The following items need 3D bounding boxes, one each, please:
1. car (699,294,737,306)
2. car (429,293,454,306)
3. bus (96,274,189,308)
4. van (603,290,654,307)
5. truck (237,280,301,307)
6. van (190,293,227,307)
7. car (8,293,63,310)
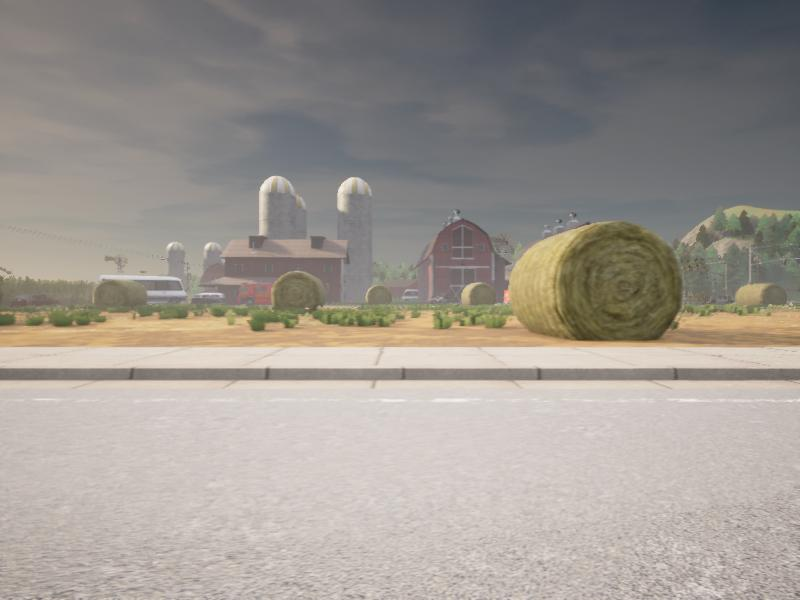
[{"bbox_3d":[50.506,0.067,63.643,4.605,1.855,1.932,0,0,-4],"label":"car"},{"bbox_3d":[6.737,-0.104,64.892,1.905,1.878,3.866,8,7,43],"label":"car"},{"bbox_3d":[-34.527,-1.121,54.282,10.273,4.253,3.944,0,0,-31],"label":"bus"},{"bbox_3d":[33.635,-0.215,59.005,6.366,2.431,2.351,0,0,-4],"label":"van"},{"bbox_3d":[-19.151,-0.912,58.998,8.468,3.827,2.891,0,0,-4],"label":"truck"},{"bbox_3d":[-27.877,-0.021,58.416,4.480,2.038,2.069,0,0,-3],"label":"van"},{"bbox_3d":[-39.970,0.129,44.018,2.097,1.767,4.553,0,0,-3],"label":"car"}]
